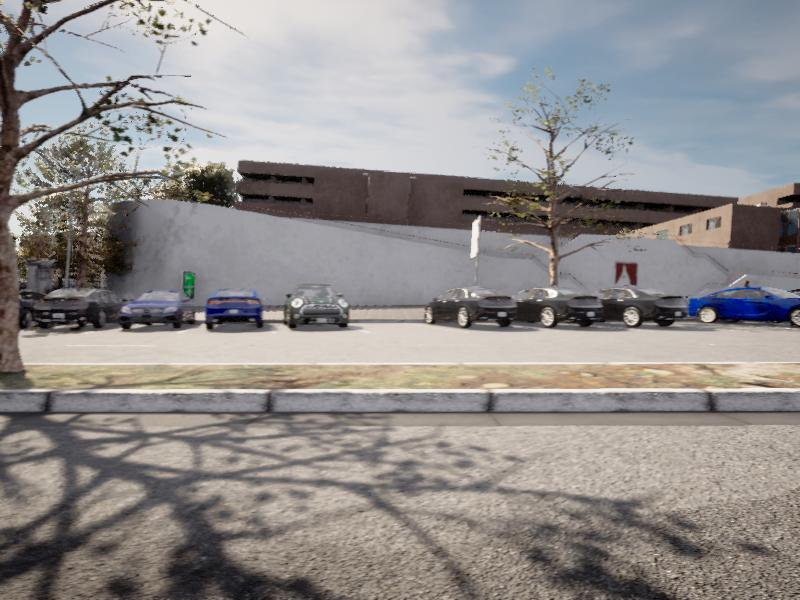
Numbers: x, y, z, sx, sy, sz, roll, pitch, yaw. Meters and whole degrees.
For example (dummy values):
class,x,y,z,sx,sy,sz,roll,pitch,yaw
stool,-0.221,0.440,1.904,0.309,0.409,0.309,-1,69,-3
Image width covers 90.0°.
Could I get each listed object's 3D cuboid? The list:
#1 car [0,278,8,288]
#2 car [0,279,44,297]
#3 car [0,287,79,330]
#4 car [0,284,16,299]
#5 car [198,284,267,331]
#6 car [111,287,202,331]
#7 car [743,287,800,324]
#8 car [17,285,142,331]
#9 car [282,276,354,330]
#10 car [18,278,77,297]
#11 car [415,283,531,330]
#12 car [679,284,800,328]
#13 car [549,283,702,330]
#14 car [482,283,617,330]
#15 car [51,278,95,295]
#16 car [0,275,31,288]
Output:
class,x,y,z,sx,sy,sz,roll,pitch,yaw
car,-61.375,-2.568,59.069,4.792,1.488,2.163,1,4,0
car,-46.713,-1.497,49.149,4.442,1.987,1.878,3,4,2
car,-15.162,0.347,15.897,2.163,1.488,4.792,0,-1,-17
car,-47.986,-1.107,46.404,5.008,1.535,2.097,3,4,2
car,-6.293,0.273,15.592,2.097,1.535,5.008,0,-1,-19
car,-9.242,0.327,15.662,2.002,1.452,4.674,0,-1,-18
car,17.347,0.225,16.049,2.097,1.535,5.008,1,-1,-22
car,-12.199,0.302,15.742,2.231,1.521,4.892,0,-1,-18
car,-3.349,0.137,15.595,2.185,1.767,4.553,0,-1,-19
car,-45.717,-1.701,51.913,5.566,2.045,2.435,3,5,2
car,2.564,0.243,15.568,2.231,1.521,4.892,0,-1,-20
car,14.387,0.224,15.923,2.097,1.535,5.008,0,-1,-22
car,8.478,0.230,15.691,2.231,1.521,4.892,0,-1,-21
car,5.520,0.236,15.617,2.231,1.521,4.892,0,-1,-21
car,-44.664,-1.852,54.687,4.442,1.987,1.878,3,5,2
car,-60.280,-2.895,61.815,4.553,1.767,2.185,1,4,0
